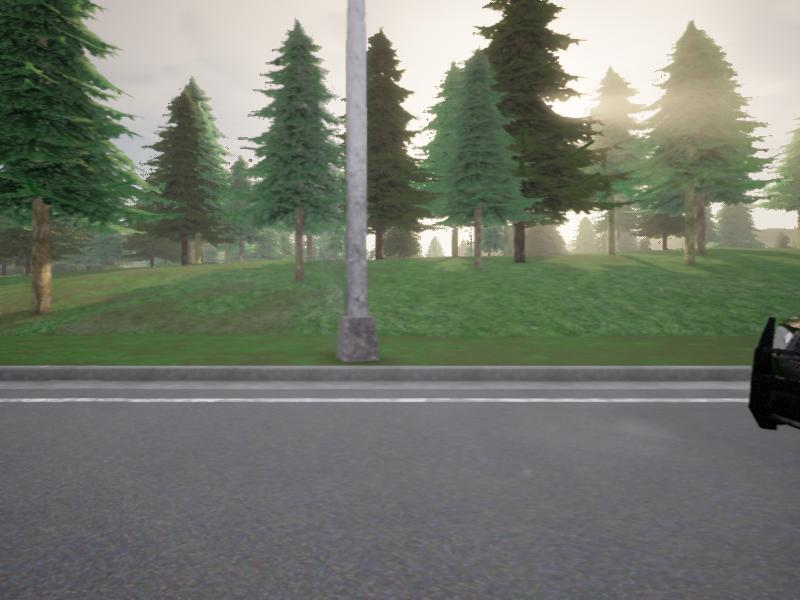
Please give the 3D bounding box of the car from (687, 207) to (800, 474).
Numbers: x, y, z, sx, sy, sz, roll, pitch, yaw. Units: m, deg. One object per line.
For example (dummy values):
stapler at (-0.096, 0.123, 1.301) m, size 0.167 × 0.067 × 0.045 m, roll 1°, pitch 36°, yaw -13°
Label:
car at (4.799, 0.225, 2.201) m, size 4.974 × 1.542 × 2.038 m, roll 0°, pitch 0°, yaw 0°
